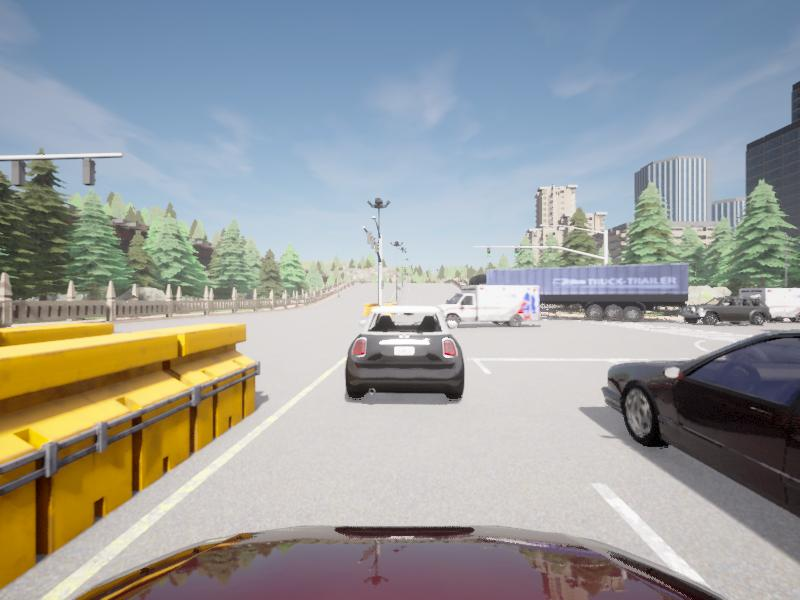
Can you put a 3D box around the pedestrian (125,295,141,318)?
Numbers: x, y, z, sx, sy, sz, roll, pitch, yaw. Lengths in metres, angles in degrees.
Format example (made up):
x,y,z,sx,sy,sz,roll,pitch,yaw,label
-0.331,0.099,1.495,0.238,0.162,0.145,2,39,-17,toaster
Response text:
x,y,z,sx,sy,sz,roll,pitch,yaw,label
-21.162,0.507,31.688,0.751,1.860,0.751,0,0,2,pedestrian

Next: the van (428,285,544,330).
x,y,z,sx,sy,sz,roll,pitch,yaw,label
5.032,0.395,23.624,6.366,2.431,2.351,0,0,-15,van

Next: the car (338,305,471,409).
x,y,z,sx,sy,sz,roll,pitch,yaw,label
0.141,0.859,7.800,1.970,1.475,3.806,0,0,2,car

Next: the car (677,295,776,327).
x,y,z,sx,sy,sz,roll,pitch,yaw,label
20.522,0.674,25.275,4.605,1.855,1.932,1,0,2,car

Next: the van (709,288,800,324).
x,y,z,sx,sy,sz,roll,pitch,yaw,label
26.214,0.399,28.595,6.366,2.431,2.351,0,0,2,van

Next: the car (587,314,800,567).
x,y,z,sx,sy,sz,roll,pitch,yaw,label
3.432,0.897,2.687,2.033,1.411,5.357,0,0,2,car

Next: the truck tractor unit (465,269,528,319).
x,y,z,sx,sy,sz,roll,pitch,yaw,label
8.638,-0.504,36.788,3.053,4.208,6.516,-1,0,-12,truck tractor unit

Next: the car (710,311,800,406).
x,y,z,sx,sy,sz,roll,pitch,yaw,label
7.066,0.912,5.814,1.994,1.385,4.181,0,0,2,car

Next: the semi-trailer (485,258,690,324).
x,y,z,sx,sy,sz,roll,pitch,yaw,label
14.059,-0.610,31.617,14.254,4.402,2.717,0,1,33,semi-trailer
